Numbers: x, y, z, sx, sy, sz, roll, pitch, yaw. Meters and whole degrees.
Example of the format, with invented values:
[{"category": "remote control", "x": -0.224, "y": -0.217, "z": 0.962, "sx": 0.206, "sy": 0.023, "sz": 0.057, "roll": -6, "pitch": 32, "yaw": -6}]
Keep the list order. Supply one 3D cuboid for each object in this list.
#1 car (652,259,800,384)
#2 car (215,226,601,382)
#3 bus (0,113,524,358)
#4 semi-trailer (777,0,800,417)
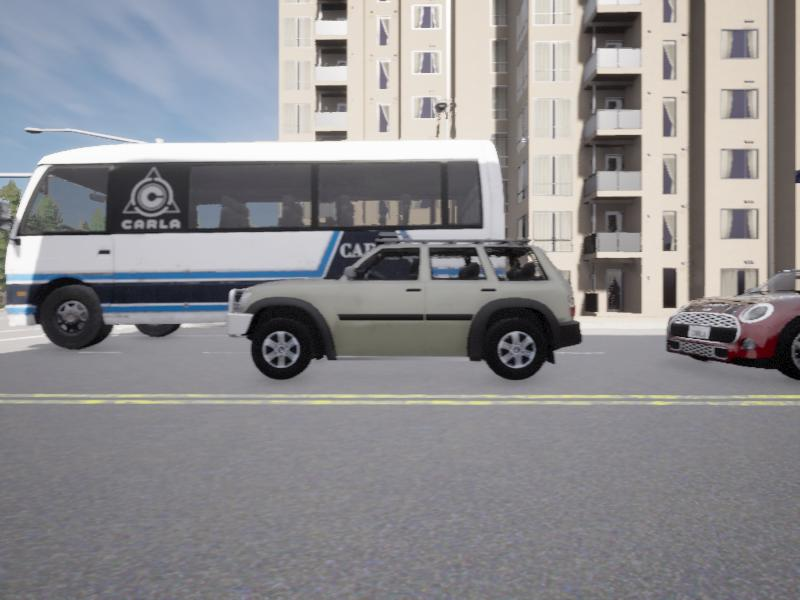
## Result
[{"category": "car", "x": 6.110, "y": 0.255, "z": 5.688, "sx": 3.806, "sy": 1.475, "sz": 1.970, "roll": 0, "pitch": 0, "yaw": 0}, {"category": "car", "x": 0.092, "y": 0.052, "z": 5.732, "sx": 4.605, "sy": 1.855, "sz": 1.932, "roll": 0, "pitch": 0, "yaw": 0}, {"category": "bus", "x": -2.945, "y": -1.142, "z": 9.131, "sx": 10.273, "sy": 4.253, "sz": 3.944, "roll": -1, "pitch": 0, "yaw": 0}, {"category": "semi-trailer", "x": 10.472, "y": -1.214, "z": 2.154, "sx": 14.254, "sy": 4.402, "sz": 2.717, "roll": 0, "pitch": 0, "yaw": 0}]
